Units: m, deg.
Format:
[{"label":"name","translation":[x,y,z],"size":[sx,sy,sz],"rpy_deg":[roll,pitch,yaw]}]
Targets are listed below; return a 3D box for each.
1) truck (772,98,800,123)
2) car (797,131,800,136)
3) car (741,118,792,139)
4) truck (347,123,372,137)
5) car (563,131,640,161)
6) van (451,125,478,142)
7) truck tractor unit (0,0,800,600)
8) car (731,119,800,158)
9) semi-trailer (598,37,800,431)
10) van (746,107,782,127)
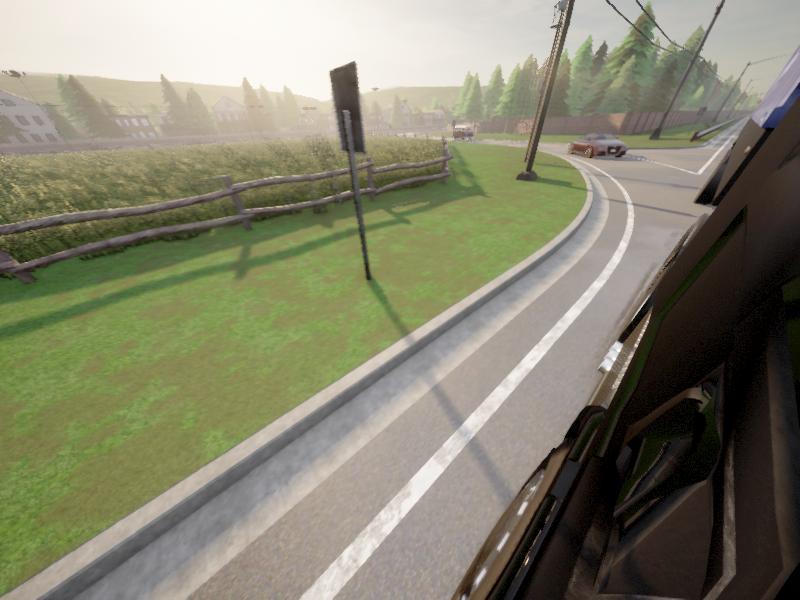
[{"label":"truck","translation":[79.568,-38.386,46.747],"size":[8.468,3.827,2.891],"rpy_deg":[-28,44,-30]},{"label":"car","translation":[40.746,-16.733,22.208],"size":[4.892,1.490,1.837],"rpy_deg":[-28,44,-30]},{"label":"car","translation":[36.625,-17.271,23.194],"size":[4.792,1.488,2.163],"rpy_deg":[-28,44,-30]},{"label":"truck","translation":[-14.859,-63.312,85.965],"size":[8.468,3.827,2.891],"rpy_deg":[-28,44,-30]},{"label":"car","translation":[13.589,-10.708,15.963],"size":[1.994,1.385,4.181],"rpy_deg":[2,37,6]},{"label":"van","translation":[10.094,-26.551,36.787],"size":[2.069,2.038,4.480],"rpy_deg":[-11,38,-11]},{"label":"truck tractor unit","translation":[2.645,-0.295,0.352],"size":[6.516,4.208,3.053],"rpy_deg":[-28,44,-30]},{"label":"car","translation":[22.914,-10.021,14.251],"size":[5.027,1.651,2.152],"rpy_deg":[-28,44,-30]},{"label":"semi-trailer","translation":[8.666,-3.624,4.263],"size":[14.254,4.402,2.717],"rpy_deg":[-28,44,-30]},{"label":"van","translation":[63.237,-31.842,40.201],"size":[6.366,2.431,2.351],"rpy_deg":[-28,44,-30]}]
